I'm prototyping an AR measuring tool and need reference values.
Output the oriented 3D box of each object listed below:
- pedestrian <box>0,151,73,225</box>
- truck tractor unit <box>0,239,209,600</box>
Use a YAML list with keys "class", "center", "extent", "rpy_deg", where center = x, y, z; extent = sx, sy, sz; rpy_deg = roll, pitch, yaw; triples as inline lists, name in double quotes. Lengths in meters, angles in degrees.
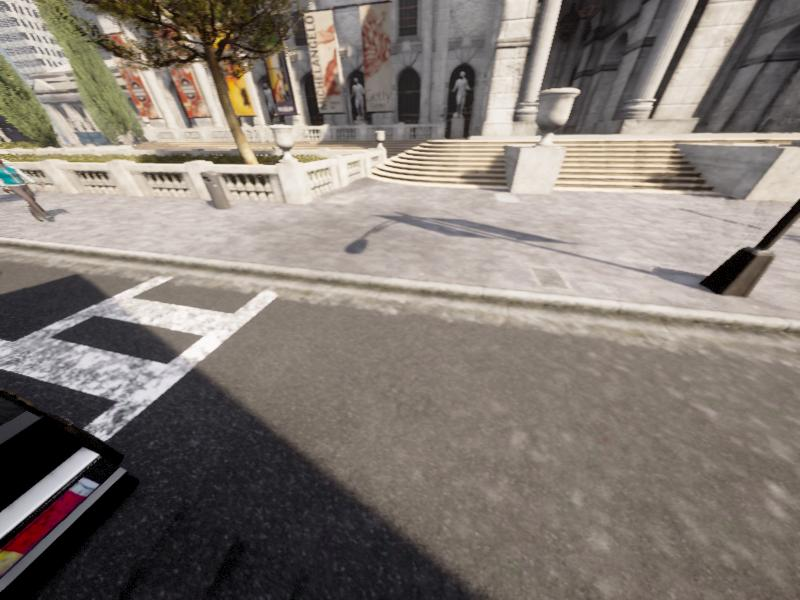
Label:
- class: "pedestrian"
  center: [-11.232, -3.281, 6.833]
  extent: [0.751, 1.860, 0.751]
  rpy_deg: [7, 36, 11]
- class: "truck tractor unit"
  center: [-5.312, -0.016, 0.387]
  extent: [6.516, 4.208, 3.053]
  rpy_deg: [8, 36, 12]
